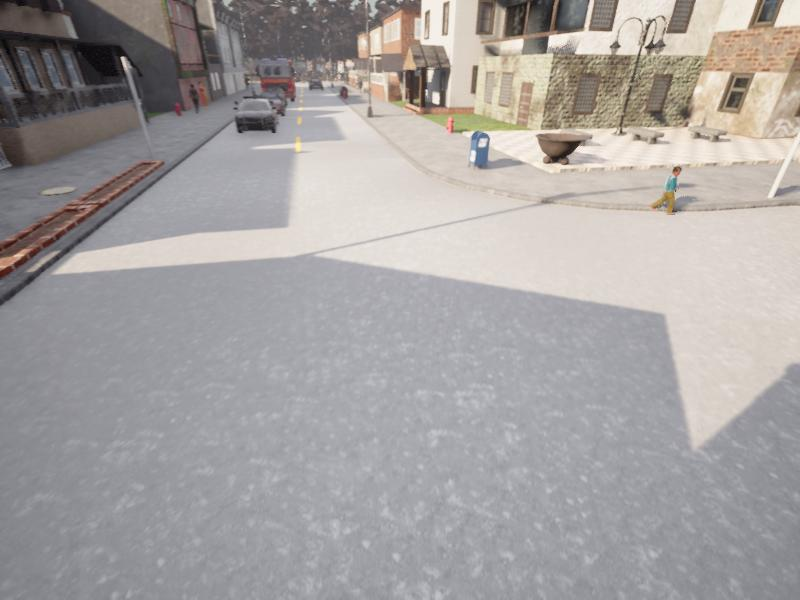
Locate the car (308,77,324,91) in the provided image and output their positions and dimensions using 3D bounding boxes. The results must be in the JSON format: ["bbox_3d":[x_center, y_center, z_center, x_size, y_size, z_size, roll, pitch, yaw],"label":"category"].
[{"bbox_3d":[-12.168,-31.154,57.673,2.038,1.542,4.974,-6,31,-10],"label":"car"}]

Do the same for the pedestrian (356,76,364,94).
[{"bbox_3d":[-4.739,-25.725,47.902,0.751,1.860,0.751,-8,31,-13],"label":"pedestrian"}]

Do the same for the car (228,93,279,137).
[{"bbox_3d":[-7.651,-9.984,21.381,1.930,1.638,5.238,-6,31,-11],"label":"car"}]

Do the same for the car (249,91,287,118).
[{"bbox_3d":[-9.191,-13.800,28.163,1.994,1.385,4.181,-6,31,-10],"label":"car"}]

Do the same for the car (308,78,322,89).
[{"bbox_3d":[-13.444,-34.186,63.006,1.994,1.385,4.181,-6,31,-10],"label":"car"}]

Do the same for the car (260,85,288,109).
[{"bbox_3d":[-10.386,-16.847,33.179,1.789,1.549,3.705,-6,31,-10],"label":"car"}]

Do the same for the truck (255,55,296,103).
[{"bbox_3d":[-12.109,-22.052,39.815,2.891,3.827,8.468,-6,31,-10],"label":"truck"}]

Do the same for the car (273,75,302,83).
[{"bbox_3d":[-22.717,-44.640,80.748,5.357,1.411,2.033,12,32,19],"label":"car"}]

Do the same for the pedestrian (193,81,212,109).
[{"bbox_3d":[-14.962,-15.535,30.309,0.751,1.860,0.751,-6,31,-11],"label":"pedestrian"}]

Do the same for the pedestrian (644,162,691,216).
[{"bbox_3d":[6.284,-2.623,9.435,0.500,1.100,0.500,-24,38,-36],"label":"pedestrian"}]

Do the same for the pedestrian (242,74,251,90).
[{"bbox_3d":[-20.383,-28.928,53.162,0.751,1.860,0.751,-5,31,-10],"label":"pedestrian"}]

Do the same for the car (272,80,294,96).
[{"bbox_3d":[-13.881,-25.361,47.778,2.163,1.488,4.792,-6,31,-10],"label":"car"}]

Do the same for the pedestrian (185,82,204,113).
[{"bbox_3d":[-14.165,-13.958,27.621,0.751,1.860,0.751,-10,32,-17],"label":"pedestrian"}]
